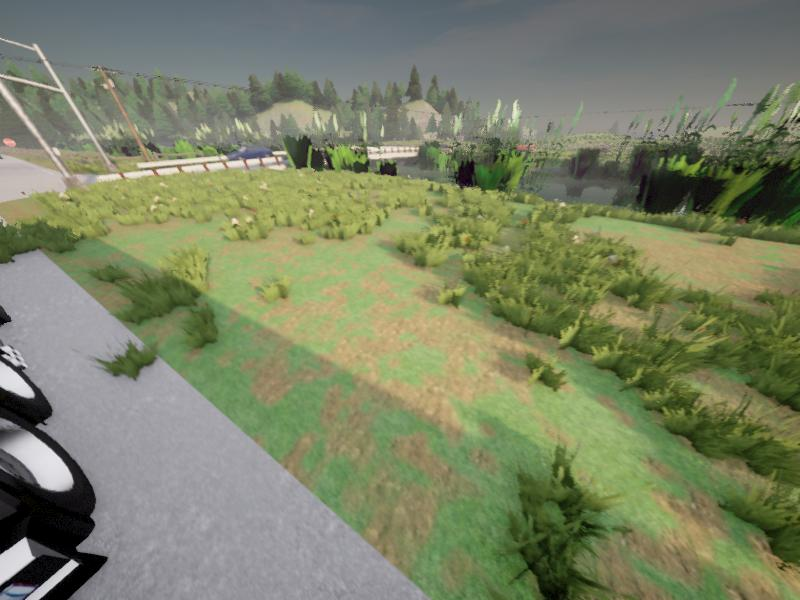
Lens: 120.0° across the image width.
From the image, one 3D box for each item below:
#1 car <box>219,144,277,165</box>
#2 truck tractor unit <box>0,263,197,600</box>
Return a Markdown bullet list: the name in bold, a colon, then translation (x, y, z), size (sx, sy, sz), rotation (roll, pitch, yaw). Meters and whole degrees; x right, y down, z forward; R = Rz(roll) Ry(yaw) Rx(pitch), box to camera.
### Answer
- **car**: translation (-15.928, -15.512, 24.507), size (1.812, 1.442, 4.674), rotation (22, 43, 29)
- **truck tractor unit**: translation (-5.114, -0.296, 0.786), size (6.516, 4.208, 3.053), rotation (18, 39, 24)
